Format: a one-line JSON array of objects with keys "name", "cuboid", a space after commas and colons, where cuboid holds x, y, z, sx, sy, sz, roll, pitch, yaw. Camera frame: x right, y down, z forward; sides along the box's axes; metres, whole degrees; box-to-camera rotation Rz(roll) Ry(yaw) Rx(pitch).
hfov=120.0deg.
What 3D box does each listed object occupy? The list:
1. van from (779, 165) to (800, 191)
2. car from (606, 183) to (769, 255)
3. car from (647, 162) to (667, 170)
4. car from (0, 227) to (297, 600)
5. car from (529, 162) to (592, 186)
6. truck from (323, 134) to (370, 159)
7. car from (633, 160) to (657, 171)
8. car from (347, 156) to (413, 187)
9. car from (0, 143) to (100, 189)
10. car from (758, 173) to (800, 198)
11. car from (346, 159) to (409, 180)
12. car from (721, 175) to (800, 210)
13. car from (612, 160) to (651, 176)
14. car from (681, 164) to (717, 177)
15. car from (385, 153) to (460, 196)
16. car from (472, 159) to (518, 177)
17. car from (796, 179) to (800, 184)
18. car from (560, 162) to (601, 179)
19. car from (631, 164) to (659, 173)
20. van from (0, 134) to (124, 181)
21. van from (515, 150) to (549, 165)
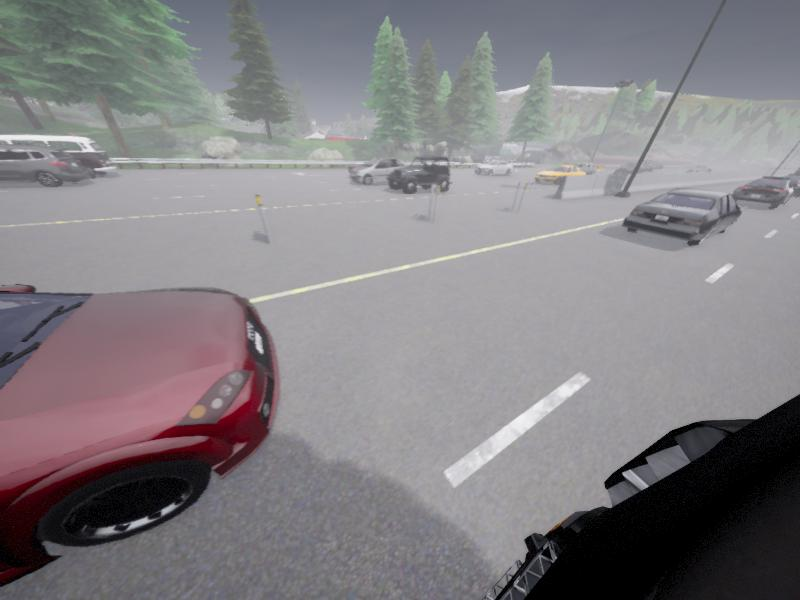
[{"name": "van", "cuboid": [43.463, -13.167, 24.456, 5.915, 2.561, 1.988, -17, 38, -26]}, {"name": "car", "cuboid": [9.837, -2.990, 7.883, 5.357, 1.411, 2.033, -16, 38, -26]}, {"name": "car", "cuboid": [58.532, -30.522, 52.597, 3.705, 1.549, 1.789, -16, 38, -26]}, {"name": "car", "cuboid": [-3.144, 0.774, 1.358, 4.181, 1.385, 1.994, -16, 38, -26]}, {"name": "car", "cuboid": [13.982, -10.954, 20.042, 5.366, 1.575, 1.801, -16, 38, -26]}, {"name": "truck", "cuboid": [-10.504, -30.768, 46.388, 8.468, 3.827, 2.891, -14, 37, -23]}, {"name": "car", "cuboid": [52.540, -28.914, 49.496, 3.866, 1.878, 1.905, -16, 38, -26]}, {"name": "car", "cuboid": [-1.313, -8.772, 15.713, 3.988, 1.617, 1.851, -16, 38, -26]}, {"name": "car", "cuboid": [-18.123, -6.164, 10.605, 4.611, 1.667, 2.242, -16, 38, -26]}, {"name": "car", "cuboid": [33.310, -9.837, 19.662, 4.974, 1.542, 2.038, -16, 38, -26]}, {"name": "car", "cuboid": [-1.796, -10.732, 18.931, 4.718, 1.301, 1.895, -16, 38, -26]}, {"name": "car", "cuboid": [22.670, -6.762, 14.305, 4.974, 1.542, 2.038, -16, 38, -26]}, {"name": "car", "cuboid": [32.867, -18.733, 32.862, 4.553, 1.767, 2.097, -16, 38, -26]}, {"name": "car", "cuboid": [48.355, -20.903, 37.333, 5.027, 1.651, 2.152, -16, 38, -26]}, {"name": "car", "cuboid": [1.273, -7.406, 13.556, 3.866, 1.878, 1.905, -16, 38, -26]}, {"name": "car", "cuboid": [10.269, -14.285, 24.967, 4.674, 1.442, 1.812, -16, 38, -26]}, {"name": "car", "cuboid": [55.962, -16.387, 31.067, 4.514, 1.525, 2.007, -16, 38, -26]}, {"name": "car", "cuboid": [21.164, -15.217, 27.061, 3.806, 1.475, 1.970, -16, 38, -26]}, {"name": "car", "cuboid": [45.079, -24.293, 42.525, 4.718, 1.301, 1.895, -16, 38, -26]}, {"name": "van", "cuboid": [-19.726, -8.083, 13.067, 4.480, 2.038, 2.069, -16, 38, -26]}, {"name": "van", "cuboid": [28.704, -31.258, 50.524, 1.988, 2.561, 5.915, -16, 38, -26]}]
